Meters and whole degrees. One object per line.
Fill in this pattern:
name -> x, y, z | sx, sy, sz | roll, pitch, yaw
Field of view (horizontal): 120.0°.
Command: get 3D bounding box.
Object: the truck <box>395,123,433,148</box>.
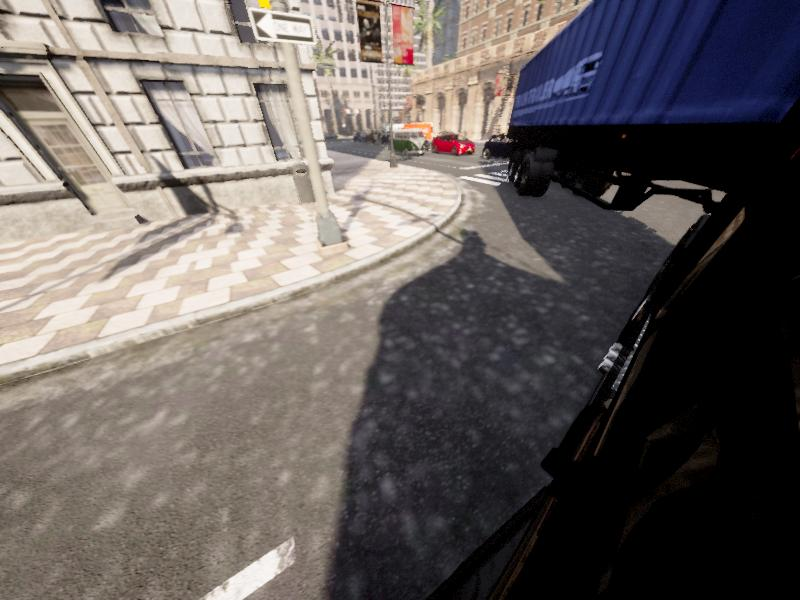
truck -> 1.767, -21.827, 30.604 | 2.627, 2.467, 5.204 | -20, 40, -22

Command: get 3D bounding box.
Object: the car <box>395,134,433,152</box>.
car -> 1.393, -17.520, 25.691 | 1.837, 1.490, 4.892 | -20, 40, -22

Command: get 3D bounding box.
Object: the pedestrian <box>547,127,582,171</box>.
pedestrian -> 8.600, -7.934, 12.156 | 0.751, 1.860, 0.751 | -27, 44, -30

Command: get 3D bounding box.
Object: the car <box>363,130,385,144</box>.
car -> -4.612, -28.376, 40.189 | 1.932, 1.855, 4.605 | -20, 40, -22

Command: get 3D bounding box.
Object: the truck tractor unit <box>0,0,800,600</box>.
truck tractor unit -> 2.645, -0.295, 0.351 | 6.516, 4.208, 3.053 | -28, 44, -30

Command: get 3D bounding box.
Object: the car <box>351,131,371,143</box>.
car -> -7.554, -31.435, 44.503 | 2.097, 1.767, 4.553 | -20, 40, -21

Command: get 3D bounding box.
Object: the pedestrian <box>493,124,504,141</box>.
pedestrian -> 13.300, -22.622, 31.243 | 0.751, 1.860, 0.751 | -6, 37, -5

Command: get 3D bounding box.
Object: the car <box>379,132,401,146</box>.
car -> -1.582, -25.054, 35.815 | 1.851, 1.617, 3.988 | -20, 40, -22

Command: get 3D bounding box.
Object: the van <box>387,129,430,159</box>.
van -> 0.649, -14.199, 20.892 | 1.775, 1.987, 4.442 | -20, 40, -22

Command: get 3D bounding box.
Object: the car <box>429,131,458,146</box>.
car -> 5.763, -21.582, 30.841 | 1.845, 1.501, 3.633 | -20, 40, -22

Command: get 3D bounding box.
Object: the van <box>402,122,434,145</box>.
van -> 2.612, -25.307, 35.144 | 1.988, 2.561, 5.915 | -20, 40, -22

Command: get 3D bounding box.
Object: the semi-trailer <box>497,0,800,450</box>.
semi-trailer -> 5.331, -4.713, 5.920 | 2.717, 4.402, 14.254 | 6, 38, 10

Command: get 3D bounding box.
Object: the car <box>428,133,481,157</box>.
car -> 4.734, -14.057, 20.859 | 2.007, 1.525, 4.514 | -20, 40, -22

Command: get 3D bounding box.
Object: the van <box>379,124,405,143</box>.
van -> -1.434, -29.607, 41.105 | 1.988, 2.561, 5.915 | -20, 40, -22

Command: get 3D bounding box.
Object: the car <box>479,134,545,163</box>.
car -> 7.802, -10.869, 16.434 | 1.845, 1.501, 3.633 | -20, 40, -22
